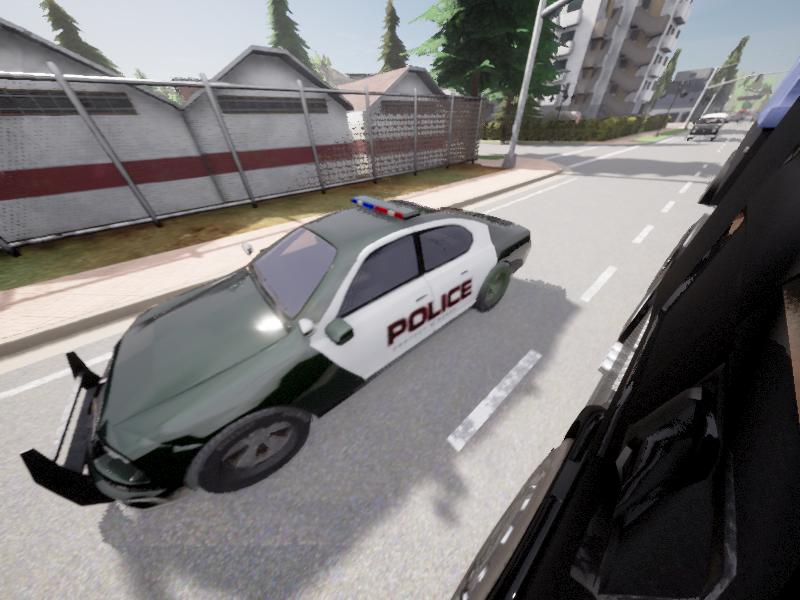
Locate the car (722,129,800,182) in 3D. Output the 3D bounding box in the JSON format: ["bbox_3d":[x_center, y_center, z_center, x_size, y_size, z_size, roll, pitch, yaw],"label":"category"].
[{"bbox_3d":[15.600,-6.126,9.602,3.806,1.475,1.970,-28,44,-30],"label":"car"}]

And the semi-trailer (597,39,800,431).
[{"bbox_3d":[8.712,-3.597,4.211,14.254,4.402,2.717,-28,44,-30],"label":"semi-trailer"}]

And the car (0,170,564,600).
[{"bbox_3d":[-0.489,-0.260,2.748,4.974,1.542,2.038,-28,44,-30],"label":"car"}]

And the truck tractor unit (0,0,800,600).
[{"bbox_3d":[2.645,-0.295,0.352,6.516,4.208,3.053,-28,44,-30],"label":"truck tractor unit"}]

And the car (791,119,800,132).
[{"bbox_3d":[47.167,-20.243,26.350,5.366,1.575,1.801,-28,44,-30],"label":"car"}]

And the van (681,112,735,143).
[{"bbox_3d":[28.724,-16.073,21.553,4.480,2.038,2.069,-29,44,-29],"label":"van"}]
